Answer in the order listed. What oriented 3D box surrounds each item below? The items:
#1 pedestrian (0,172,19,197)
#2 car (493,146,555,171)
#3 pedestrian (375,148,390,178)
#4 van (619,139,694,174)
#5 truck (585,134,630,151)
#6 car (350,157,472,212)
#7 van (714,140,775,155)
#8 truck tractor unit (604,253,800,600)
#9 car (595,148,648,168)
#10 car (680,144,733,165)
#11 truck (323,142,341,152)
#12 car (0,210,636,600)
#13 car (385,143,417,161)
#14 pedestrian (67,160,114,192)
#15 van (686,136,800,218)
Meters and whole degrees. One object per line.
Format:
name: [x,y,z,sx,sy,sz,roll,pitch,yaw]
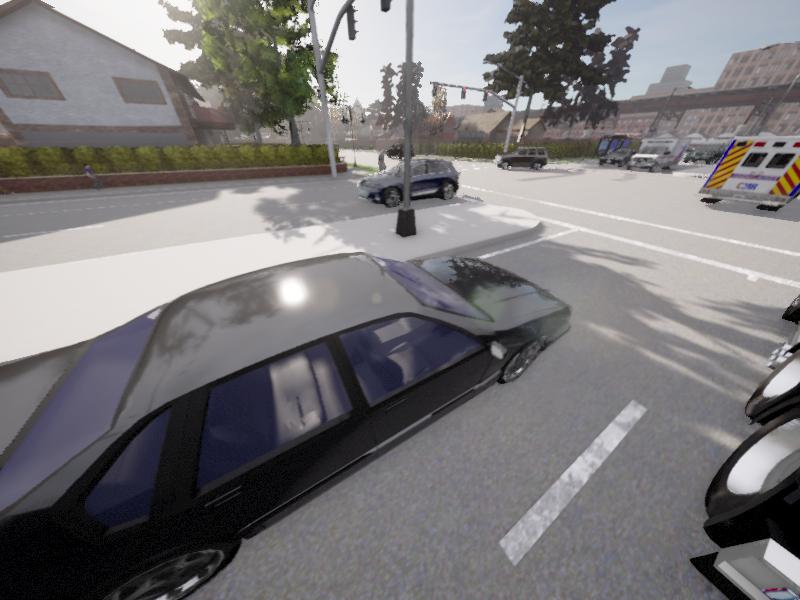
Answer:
pedestrian: [-18.371,-5.545,10.111,0.751,1.860,0.751,-17,38,-23]
car: [11.479,-13.372,21.799,4.605,1.855,1.932,6,37,10]
pedestrian: [-1.260,-10.188,17.141,0.751,1.860,0.751,-29,44,-35]
van: [23.652,-13.338,21.291,6.366,2.431,2.351,-20,39,-26]
truck: [60.549,-46.250,67.817,2.891,3.827,8.468,-18,39,-25]
car: [0.550,-5.323,10.335,4.856,1.649,2.033,-19,39,-25]
van: [71.004,-31.576,47.808,2.351,2.431,6.366,-18,39,-25]
truck tractor unit: [5.087,-0.324,0.811,6.516,4.208,3.053,-19,39,-25]
car: [24.079,-15.495,25.130,5.027,1.651,2.152,-18,39,-25]
car: [37.225,-17.759,28.060,5.566,2.045,2.150,-18,39,-25]
truck: [-16.904,-37.936,57.187,2.390,2.098,6.274,-19,39,-25]
car: [-0.565,0.418,2.214,5.357,1.411,2.033,-18,39,-25]
car: [0.014,-21.892,33.994,2.150,2.045,5.566,-19,39,-25]
pedestrian: [-15.577,-6.280,11.675,0.751,1.300,0.751,-18,38,-24]
van: [15.806,-5.480,9.882,6.366,2.431,2.351,-18,39,-25]
